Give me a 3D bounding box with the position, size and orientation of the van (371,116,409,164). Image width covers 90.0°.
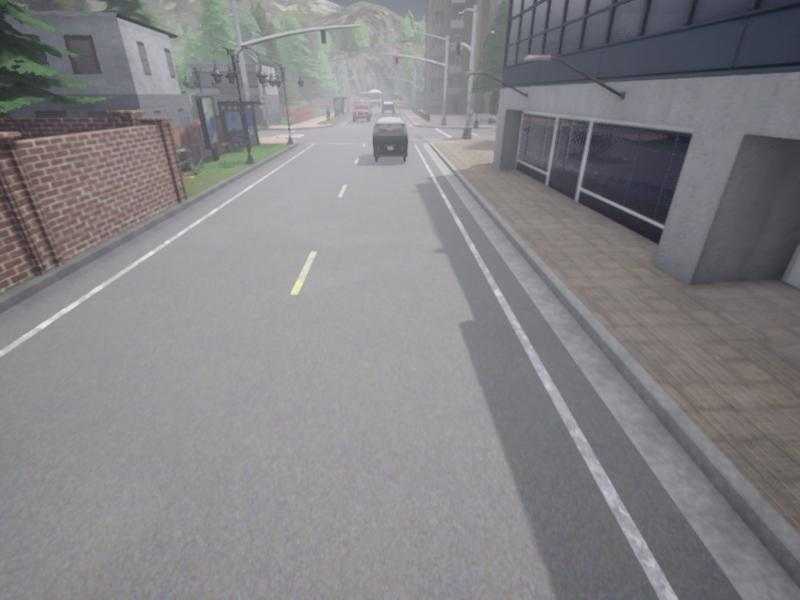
[{"bbox_3d":[-0.522,-8.586,21.254,1.775,1.987,4.442,-1,27,-1],"label":"van"}]

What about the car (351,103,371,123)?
[{"bbox_3d":[-4.969,-24.276,51.841,2.150,2.045,5.566,-1,27,-1],"label":"car"}]

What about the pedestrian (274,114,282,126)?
[{"bbox_3d":[-12.612,-18.638,41.460,0.500,1.100,0.500,1,27,2],"label":"pedestrian"}]

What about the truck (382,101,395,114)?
[{"bbox_3d":[-2.152,-35.589,73.880,2.390,2.098,6.274,-1,27,-1],"label":"truck"}]

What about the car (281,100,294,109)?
[{"bbox_3d":[-27.970,-48.673,99.385,1.932,1.855,4.605,-1,27,-3],"label":"car"}]

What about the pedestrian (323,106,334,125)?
[{"bbox_3d":[-7.674,-19.767,42.854,0.751,1.860,0.751,17,32,30],"label":"pedestrian"}]
